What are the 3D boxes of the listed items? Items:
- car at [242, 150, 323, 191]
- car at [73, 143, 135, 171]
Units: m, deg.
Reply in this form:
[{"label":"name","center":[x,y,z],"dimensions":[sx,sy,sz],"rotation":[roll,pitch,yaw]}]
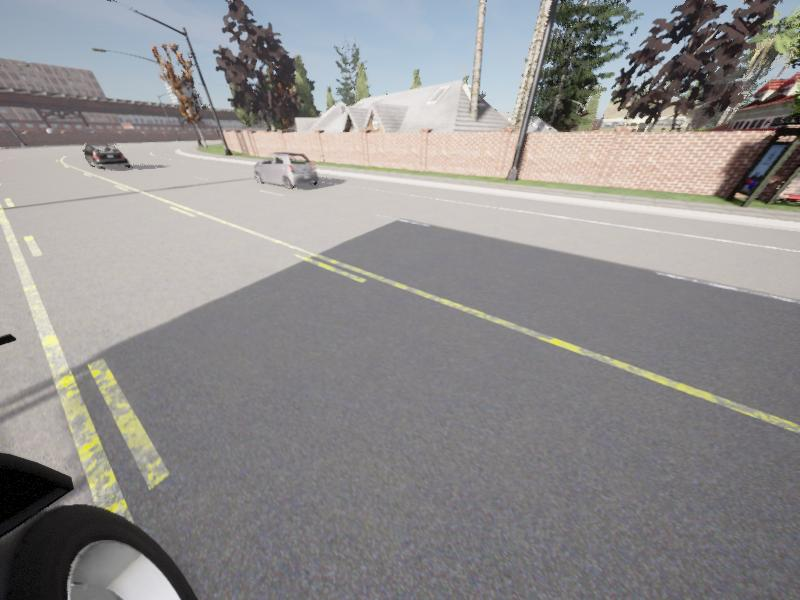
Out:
[{"label":"car","center":[-6.110,-6.862,12.104],"dimensions":[3.633,1.501,1.845],"rotation":[21,40,27]},{"label":"car","center":[-22.065,-10.745,17.254],"dimensions":[3.705,1.549,1.789],"rotation":[22,41,27]}]
